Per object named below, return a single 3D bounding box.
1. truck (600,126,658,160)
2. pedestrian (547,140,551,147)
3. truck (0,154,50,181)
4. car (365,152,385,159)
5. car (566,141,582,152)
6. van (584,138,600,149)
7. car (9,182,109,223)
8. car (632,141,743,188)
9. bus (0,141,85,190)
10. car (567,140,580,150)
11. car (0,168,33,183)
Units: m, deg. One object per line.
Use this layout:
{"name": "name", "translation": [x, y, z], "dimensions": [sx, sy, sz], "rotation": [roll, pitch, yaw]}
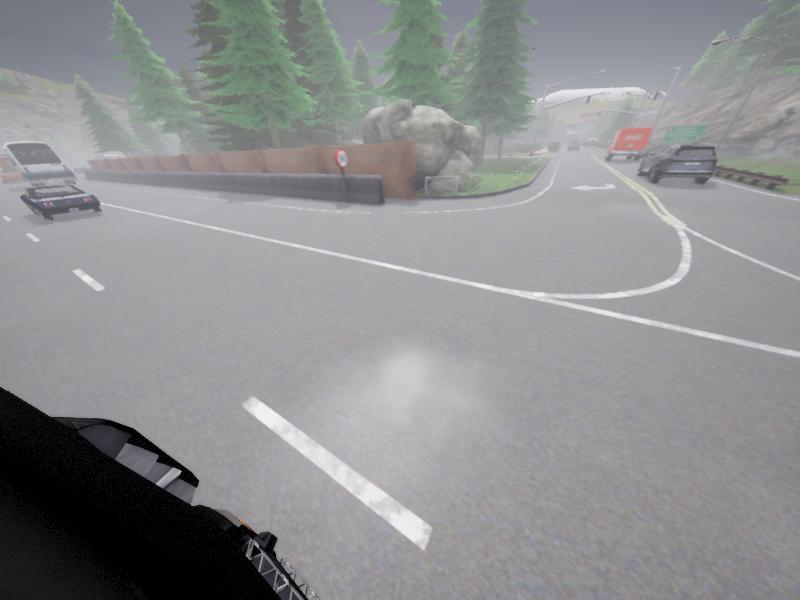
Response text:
{"name": "truck", "translation": [22.121, -15.177, 22.685], "dimensions": [2.627, 2.467, 5.204], "rotation": [17, 35, 27]}
{"name": "pedestrian", "translation": [51.725, -54.391, 80.246], "dimensions": [0.751, 1.860, 0.751], "rotation": [17, 38, 27]}
{"name": "truck", "translation": [-68.033, -24.025, 41.721], "dimensions": [2.891, 3.827, 8.468], "rotation": [-30, 42, -35]}
{"name": "car", "translation": [-6.009, -35.147, 56.227], "dimensions": [4.674, 1.442, 1.812], "rotation": [21, 40, 31]}
{"name": "car", "translation": [35.096, -31.020, 46.663], "dimensions": [2.038, 1.542, 4.974], "rotation": [16, 38, 26]}
{"name": "van", "translation": [43.651, -35.703, 52.686], "dimensions": [2.069, 2.038, 4.480], "rotation": [16, 38, 26]}
{"name": "car", "translation": [-17.242, -5.050, 11.671], "dimensions": [4.718, 1.301, 1.895], "rotation": [16, 38, 26]}
{"name": "car", "translation": [14.007, -7.019, 11.762], "dimensions": [2.033, 1.649, 4.856], "rotation": [17, 38, 27]}
{"name": "bus", "translation": [-42.956, -16.010, 27.423], "dimensions": [10.273, 4.253, 3.944], "rotation": [19, 40, 29]}
{"name": "car", "translation": [39.544, -35.459, 52.755], "dimensions": [1.932, 1.855, 4.605], "rotation": [16, 38, 26]}
{"name": "car", "translation": [-61.030, -19.739, 36.589], "dimensions": [4.553, 1.767, 2.097], "rotation": [25, 42, 35]}
